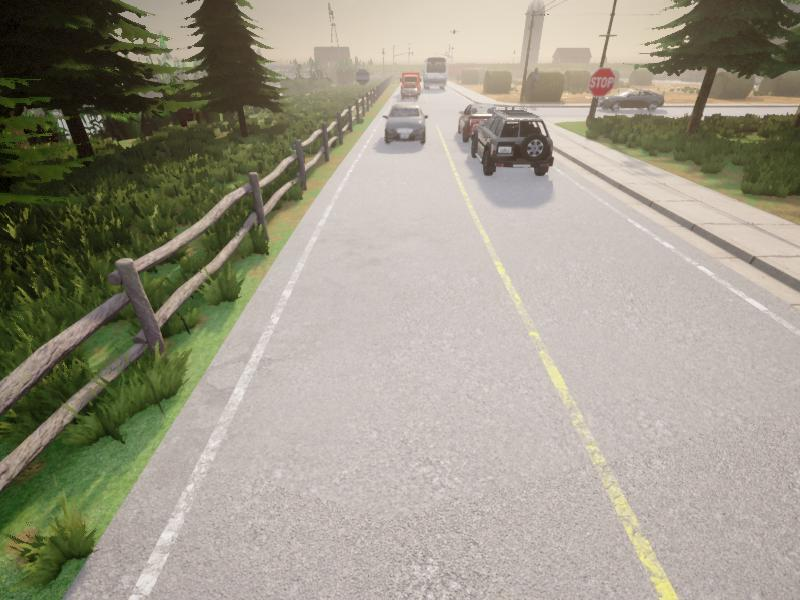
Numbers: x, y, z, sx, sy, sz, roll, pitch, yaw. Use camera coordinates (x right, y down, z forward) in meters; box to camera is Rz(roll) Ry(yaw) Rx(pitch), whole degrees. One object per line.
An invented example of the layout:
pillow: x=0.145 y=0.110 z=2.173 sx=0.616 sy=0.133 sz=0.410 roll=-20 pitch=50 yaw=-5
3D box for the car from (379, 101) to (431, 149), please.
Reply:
car: x=0.264 y=-8.327 z=18.767 sx=2.128 sy=1.511 sz=4.902 roll=1 pitch=30 yaw=2

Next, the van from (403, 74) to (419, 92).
van: x=1.573 y=-30.634 z=56.450 sx=2.069 sy=2.038 sz=4.480 roll=1 pitch=30 yaw=1

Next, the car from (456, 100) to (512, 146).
car: x=3.870 y=-8.582 z=19.188 sx=2.007 sy=1.525 sz=4.514 roll=2 pitch=30 yaw=3

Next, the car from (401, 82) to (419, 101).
car: x=1.070 y=-22.071 z=42.210 sx=1.851 sy=1.617 sz=3.988 roll=1 pitch=30 yaw=1

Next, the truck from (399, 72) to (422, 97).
truck: x=1.286 y=-26.019 z=48.115 sx=2.627 sy=2.467 sz=5.204 roll=1 pitch=30 yaw=1

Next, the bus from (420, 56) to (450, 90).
bus: x=5.149 y=-34.941 z=61.620 sx=3.944 sy=4.253 sz=10.273 roll=1 pitch=30 yaw=1

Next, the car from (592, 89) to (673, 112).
car: x=18.226 y=-15.783 z=31.605 sx=4.902 sy=1.511 sz=2.128 roll=-1 pitch=30 yaw=-1

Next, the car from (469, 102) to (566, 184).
car: x=3.648 y=-5.440 z=13.457 sx=1.932 sy=1.855 sz=4.605 roll=1 pitch=30 yaw=1
